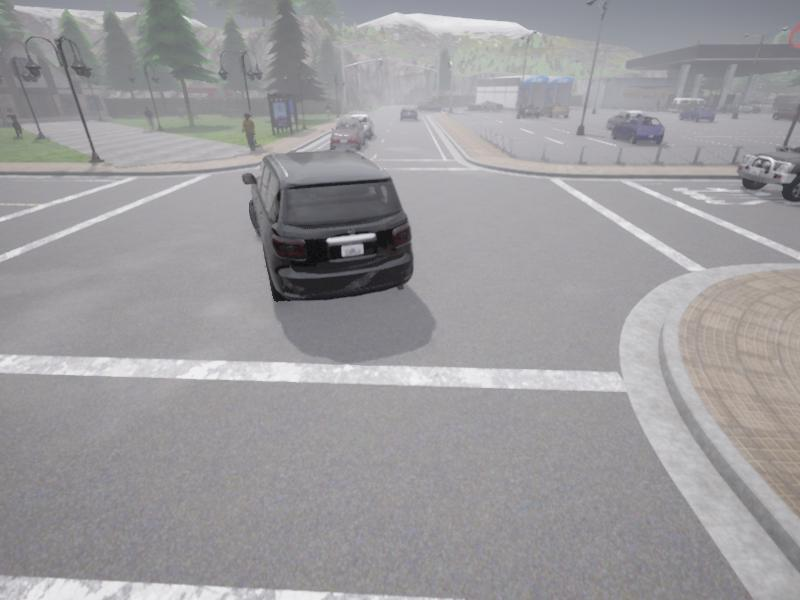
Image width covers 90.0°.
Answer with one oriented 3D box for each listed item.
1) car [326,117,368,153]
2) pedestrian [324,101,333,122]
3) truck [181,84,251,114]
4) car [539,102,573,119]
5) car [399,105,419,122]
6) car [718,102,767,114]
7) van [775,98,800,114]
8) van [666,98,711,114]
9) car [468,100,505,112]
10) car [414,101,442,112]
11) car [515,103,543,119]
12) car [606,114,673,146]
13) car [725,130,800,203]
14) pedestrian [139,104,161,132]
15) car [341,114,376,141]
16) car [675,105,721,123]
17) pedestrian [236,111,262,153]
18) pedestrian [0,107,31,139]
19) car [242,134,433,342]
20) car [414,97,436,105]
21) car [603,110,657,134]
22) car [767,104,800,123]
[{"bbox_3d":[-2.965,-9.577,23.066,1.789,1.549,3.705,1,28,1],"label":"car"},{"bbox_3d":[-7.280,-19.188,40.727,0.751,1.860,0.751,-1,28,-2],"label":"pedestrian"},{"bbox_3d":[-27.086,-29.837,59.345,8.468,3.827,2.891,-2,28,-3],"label":"truck"},{"bbox_3d":[18.409,-22.568,47.585,2.152,1.636,5.027,1,28,1],"label":"car"},{"bbox_3d":[1.015,-21.178,45.318,2.163,1.488,4.792,0,28,1],"label":"car"},{"bbox_3d":[49.691,-27.961,58.142,4.974,1.542,2.038,1,28,2],"label":"car"},{"bbox_3d":[57.564,-28.011,57.806,4.442,1.987,1.775,1,28,2],"label":"van"},{"bbox_3d":[41.961,-28.281,58.280,4.480,2.038,2.069,1,28,2],"label":"van"},{"bbox_3d":[13.390,-30.187,62.361,5.238,1.638,1.930,1,28,2],"label":"car"},{"bbox_3d":[4.325,-30.263,62.677,4.193,1.474,1.816,1,28,2],"label":"car"},{"bbox_3d":[15.272,-22.577,47.623,2.007,1.523,4.514,1,28,1],"label":"car"},{"bbox_3d":[14.527,-10.484,24.581,1.845,1.501,3.633,1,28,1],"label":"car"},{"bbox_3d":[13.313,-4.128,12.259,4.605,1.855,1.932,1,28,1],"label":"car"},{"bbox_3d":[-18.730,-13.616,29.976,0.751,1.860,0.751,24,36,38],"label":"pedestrian"},{"bbox_3d":[-2.857,-12.183,28.130,1.970,1.475,3.806,1,28,1],"label":"car"},{"bbox_3d":[30.027,-18.865,40.478,1.845,1.501,3.633,1,28,1],"label":"car"},{"bbox_3d":[-7.459,-8.319,19.845,0.751,1.860,0.751,-1,28,-1],"label":"pedestrian"},{"bbox_3d":[-25.062,-11.523,26.077,0.751,1.860,0.751,16,32,28],"label":"pedestrian"},{"bbox_3d":[-1.572,-1.732,7.511,2.150,2.045,5.566,-10,29,-18],"label":"car"},{"bbox_3d":[5.818,-46.605,93.740,4.856,1.649,2.033,-11,30,-20],"label":"car"},{"bbox_3d":[17.721,-13.874,31.081,1.970,1.475,3.806,1,28,1],"label":"car"},{"bbox_3d":[40.015,-18.732,40.173,2.007,1.523,4.514,1,28,1],"label":"car"}]
